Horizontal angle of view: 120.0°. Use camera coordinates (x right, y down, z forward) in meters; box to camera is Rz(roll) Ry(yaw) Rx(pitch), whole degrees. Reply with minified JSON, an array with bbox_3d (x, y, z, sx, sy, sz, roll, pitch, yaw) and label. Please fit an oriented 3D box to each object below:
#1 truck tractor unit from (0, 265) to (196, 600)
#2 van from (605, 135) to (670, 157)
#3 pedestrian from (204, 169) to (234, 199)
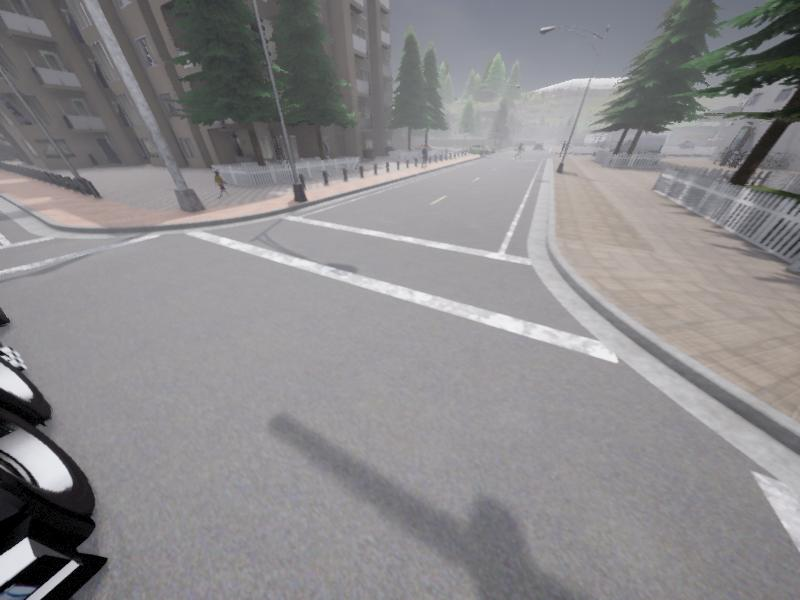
[{"bbox_3d":[-5.112,-0.298,0.788,6.516,4.208,3.053,18,38,24],"label":"truck tractor unit"},{"bbox_3d":[34.975,-22.888,34.355,5.915,2.561,1.988,17,39,23],"label":"van"},{"bbox_3d":[-7.986,-5.125,10.208,0.500,1.100,0.500,14,37,20],"label":"pedestrian"}]
